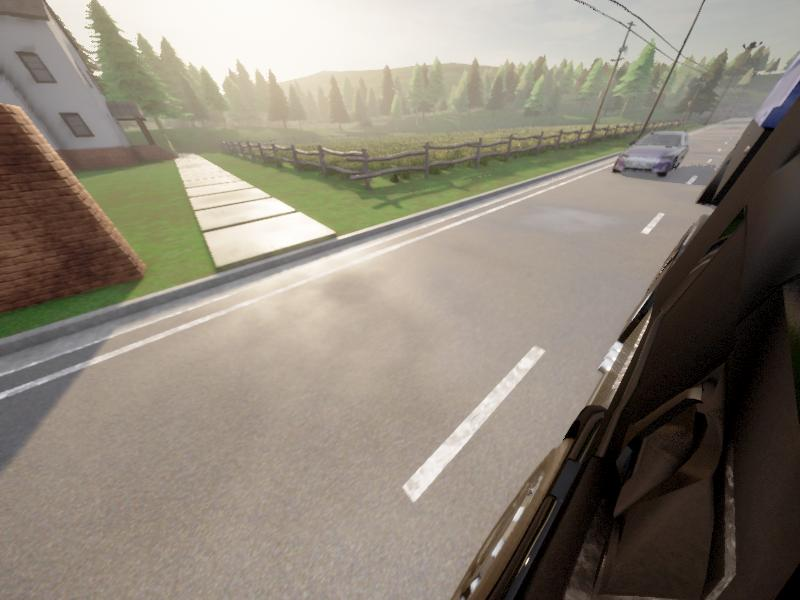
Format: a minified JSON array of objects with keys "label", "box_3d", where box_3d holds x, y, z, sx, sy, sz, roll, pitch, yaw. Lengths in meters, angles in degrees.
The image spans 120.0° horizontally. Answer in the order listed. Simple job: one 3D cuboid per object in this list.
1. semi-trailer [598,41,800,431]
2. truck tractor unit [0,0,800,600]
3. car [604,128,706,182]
[{"label":"semi-trailer","box_3d":[8.691,-3.604,4.244,14.254,4.402,2.717,-28,44,-30]},{"label":"truck tractor unit","box_3d":[2.645,-0.295,0.351,6.516,4.208,3.053,-28,44,-30]},{"label":"car","box_3d":[12.013,-6.960,10.854,4.856,1.649,2.033,-28,44,-30]}]
